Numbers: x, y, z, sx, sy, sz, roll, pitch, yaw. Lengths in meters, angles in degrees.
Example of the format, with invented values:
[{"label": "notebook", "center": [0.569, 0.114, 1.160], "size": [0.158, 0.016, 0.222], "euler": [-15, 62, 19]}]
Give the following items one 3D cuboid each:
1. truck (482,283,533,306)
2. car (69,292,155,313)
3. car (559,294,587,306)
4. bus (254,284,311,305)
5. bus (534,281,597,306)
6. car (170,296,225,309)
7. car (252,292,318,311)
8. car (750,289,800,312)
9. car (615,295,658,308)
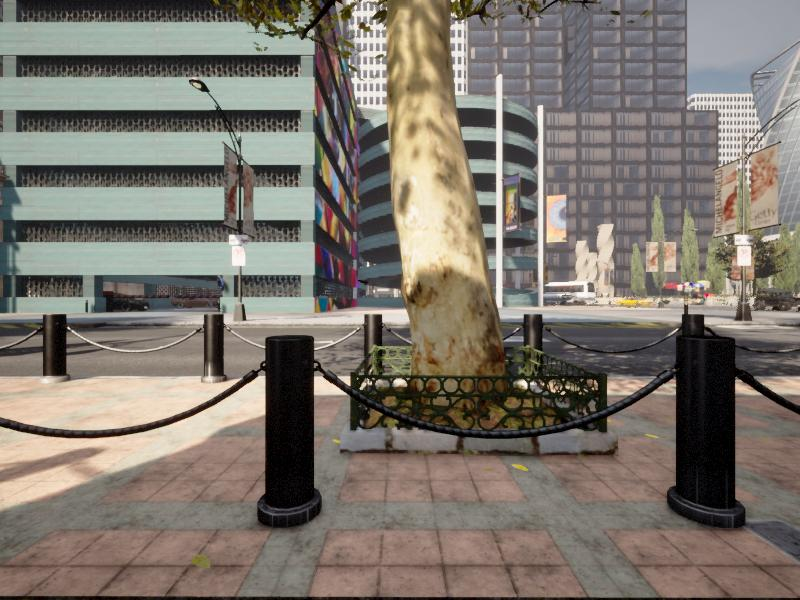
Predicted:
[{"label": "truck", "center": [19.204, -0.925, 71.848], "size": [8.468, 3.827, 2.891], "euler": [0, 0, 44]}, {"label": "car", "center": [-21.193, 0.157, 29.591], "size": [4.786, 1.482, 2.161], "euler": [0, 0, 0]}, {"label": "car", "center": [28.425, 0.057, 65.874], "size": [1.905, 1.878, 3.866], "euler": [0, 0, -28]}, {"label": "bus", "center": [-23.727, -1.138, 81.129], "size": [10.273, 4.253, 3.944], "euler": [0, 0, 0]}, {"label": "bus", "center": [30.657, -1.139, 74.742], "size": [3.944, 4.253, 10.273], "euler": [0, 0, -39]}, {"label": "car", "center": [-20.752, 0.207, 41.191], "size": [4.718, 1.301, 1.895], "euler": [0, 0, 0]}, {"label": "car", "center": [-9.593, 0.117, 33.684], "size": [4.902, 1.511, 2.128], "euler": [0, 0, 0]}, {"label": "car", "center": [33.519, 0.046, 35.301], "size": [1.905, 1.878, 3.866], "euler": [0, 0, 0]}, {"label": "car", "center": [29.707, 0.201, 50.487], "size": [1.801, 1.575, 5.366], "euler": [0, 0, -8]}]
